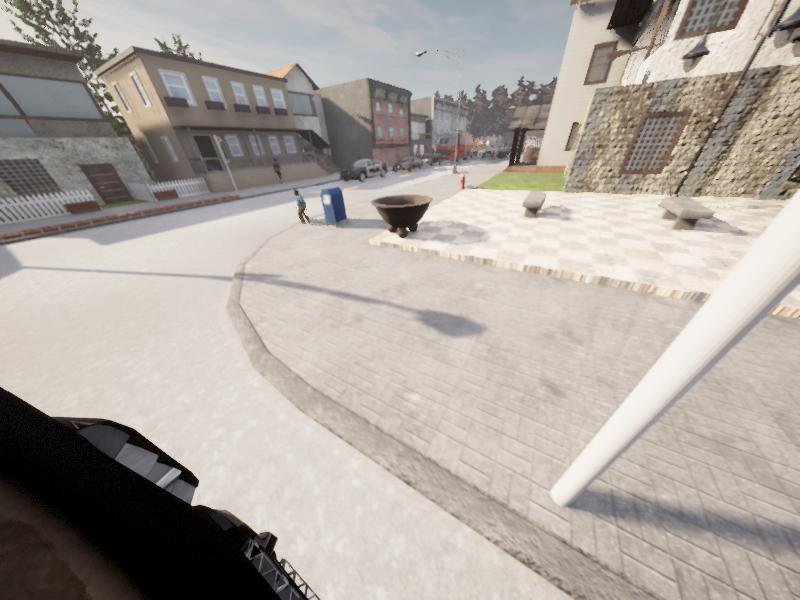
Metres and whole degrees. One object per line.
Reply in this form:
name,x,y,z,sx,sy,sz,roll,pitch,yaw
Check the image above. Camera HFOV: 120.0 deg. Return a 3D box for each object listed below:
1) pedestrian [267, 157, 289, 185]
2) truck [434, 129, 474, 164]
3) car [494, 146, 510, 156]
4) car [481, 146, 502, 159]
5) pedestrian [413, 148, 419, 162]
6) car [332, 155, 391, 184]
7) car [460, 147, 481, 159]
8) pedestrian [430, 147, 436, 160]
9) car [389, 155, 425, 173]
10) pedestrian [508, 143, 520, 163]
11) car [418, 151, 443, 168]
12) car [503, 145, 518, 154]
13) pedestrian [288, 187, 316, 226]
pedestrian,-9.695,-10.262,18.368,0.751,1.860,0.751,2,34,7
truck,8.117,-22.851,34.372,2.891,3.827,8.468,16,38,26
car,19.697,-28.784,44.607,1.994,1.385,4.181,15,37,25
car,15.142,-24.378,38.178,2.038,1.542,4.974,16,38,26
pedestrian,2.523,-22.309,35.563,0.751,1.860,0.751,11,36,20
car,-3.028,-11.012,19.383,1.930,1.638,5.238,15,38,25
car,12.566,-26.201,41.191,2.163,1.488,4.792,16,38,26
pedestrian,5.749,-25.576,40.233,0.751,1.860,0.751,14,37,23
car,0.851,-14.632,24.779,1.994,1.385,4.181,16,38,26
pedestrian,12.860,-16.640,26.145,0.751,1.860,0.751,15,38,25
car,3.877,-17.674,28.958,1.789,1.549,3.705,16,38,26
car,24.667,-33.708,51.613,2.033,1.411,5.357,16,38,26
pedestrian,-3.264,-3.121,7.722,0.500,1.100,0.500,-22,38,-26
